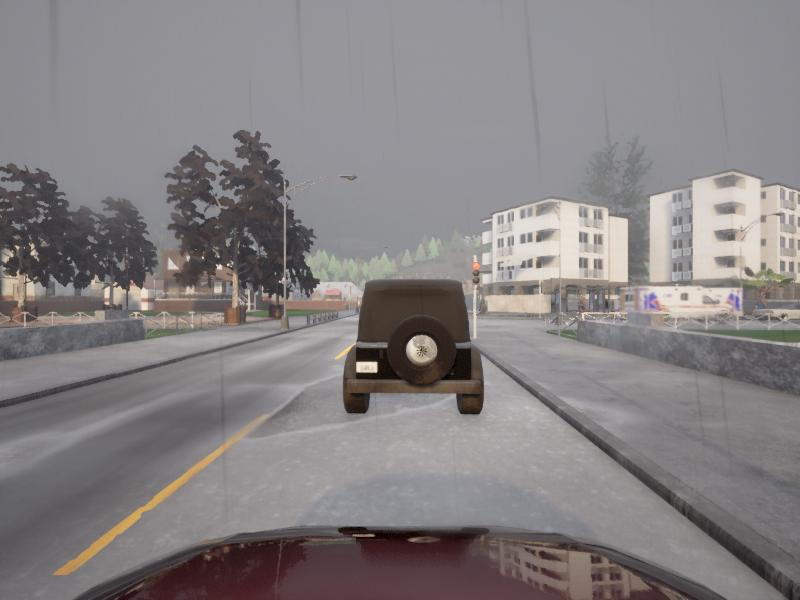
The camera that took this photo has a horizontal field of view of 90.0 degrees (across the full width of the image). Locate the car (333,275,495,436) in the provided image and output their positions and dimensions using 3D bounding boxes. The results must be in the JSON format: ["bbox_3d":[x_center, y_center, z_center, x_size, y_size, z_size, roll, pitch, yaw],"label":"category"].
[{"bbox_3d":[0.220,0.646,6.640,1.905,1.878,3.866,0,0,2],"label":"car"}]

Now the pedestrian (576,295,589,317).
[{"bbox_3d":[16.072,0.524,35.209,0.751,1.860,0.751,0,0,-6],"label":"pedestrian"}]

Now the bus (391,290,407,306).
[{"bbox_3d":[-0.165,-0.539,111.979,3.944,4.253,10.273,0,0,2],"label":"bus"}]

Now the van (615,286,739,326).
[{"bbox_3d":[17.791,0.378,25.943,6.366,2.431,2.351,0,0,1],"label":"van"}]

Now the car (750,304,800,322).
[{"bbox_3d":[29.156,0.944,29.630,4.718,1.301,1.895,0,0,2],"label":"car"}]

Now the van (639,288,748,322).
[{"bbox_3d":[21.752,0.378,29.883,6.366,2.431,2.351,0,0,2],"label":"van"}]

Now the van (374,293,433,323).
[{"bbox_3d":[0.171,0.571,30.173,2.069,2.038,4.480,-2,2,-36],"label":"van"}]

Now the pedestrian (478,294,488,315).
[{"bbox_3d":[7.541,0.417,36.347,0.751,1.860,0.751,0,0,3],"label":"pedestrian"}]

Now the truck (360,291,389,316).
[{"bbox_3d":[-2.588,0.355,42.634,2.627,2.467,5.204,0,0,2],"label":"truck"}]
